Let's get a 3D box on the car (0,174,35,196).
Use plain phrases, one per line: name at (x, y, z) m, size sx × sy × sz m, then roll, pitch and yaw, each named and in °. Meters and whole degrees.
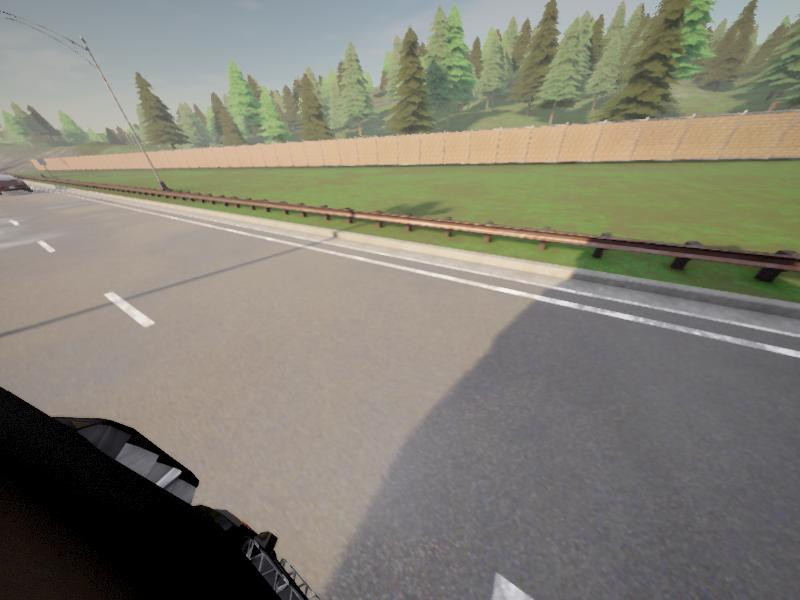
car at (-35.423, -10.438, 20.796) m, size 4.674 × 1.442 × 1.812 m, roll 16°, pitch 38°, yaw 26°
